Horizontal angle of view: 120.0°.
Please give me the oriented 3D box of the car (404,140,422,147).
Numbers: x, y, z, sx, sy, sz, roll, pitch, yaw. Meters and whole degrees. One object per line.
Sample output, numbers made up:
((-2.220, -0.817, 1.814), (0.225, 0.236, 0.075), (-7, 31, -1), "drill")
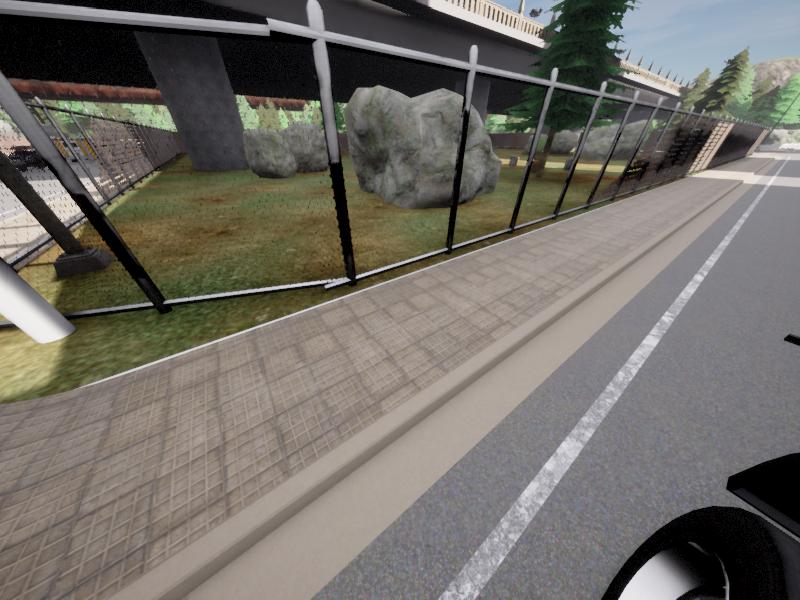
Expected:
((3.942, -47.193, 69.786), (5.238, 1.638, 1.930), (-11, 37, -15), "car")
